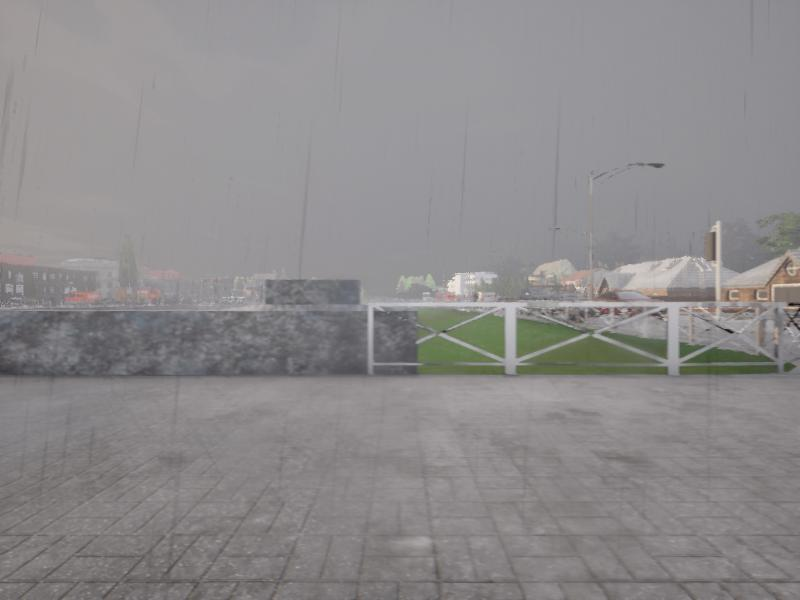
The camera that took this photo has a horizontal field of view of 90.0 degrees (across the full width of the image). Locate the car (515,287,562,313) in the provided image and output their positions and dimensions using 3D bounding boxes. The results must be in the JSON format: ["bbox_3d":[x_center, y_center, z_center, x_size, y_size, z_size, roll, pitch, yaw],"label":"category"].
[{"bbox_3d":[11.847,-0.031,34.636,2.150,2.045,5.566,0,0,0],"label":"car"}]

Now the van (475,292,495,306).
[{"bbox_3d":[15.842,-0.224,74.957,2.351,2.431,6.366,0,0,0],"label":"van"}]

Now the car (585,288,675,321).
[{"bbox_3d":[11.881,0.225,21.135,1.882,1.535,5.008,0,0,0],"label":"car"}]

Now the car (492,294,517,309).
[{"bbox_3d":[11.845,0.190,45.640,1.851,1.617,3.988,0,0,0],"label":"car"}]

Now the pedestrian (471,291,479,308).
[{"bbox_3d":[8.162,-0.065,43.552,0.751,1.860,0.751,0,0,-1],"label":"pedestrian"}]

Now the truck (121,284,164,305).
[{"bbox_3d":[-49.825,-0.934,77.627,2.891,3.827,8.468,0,0,0],"label":"truck"}]

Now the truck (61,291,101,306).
[{"bbox_3d":[-53.824,-0.255,67.718,2.627,2.467,5.204,0,0,0],"label":"truck"}]

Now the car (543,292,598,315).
[{"bbox_3d":[11.849,0.231,28.178,2.007,1.525,4.514,0,0,0],"label":"car"}]
